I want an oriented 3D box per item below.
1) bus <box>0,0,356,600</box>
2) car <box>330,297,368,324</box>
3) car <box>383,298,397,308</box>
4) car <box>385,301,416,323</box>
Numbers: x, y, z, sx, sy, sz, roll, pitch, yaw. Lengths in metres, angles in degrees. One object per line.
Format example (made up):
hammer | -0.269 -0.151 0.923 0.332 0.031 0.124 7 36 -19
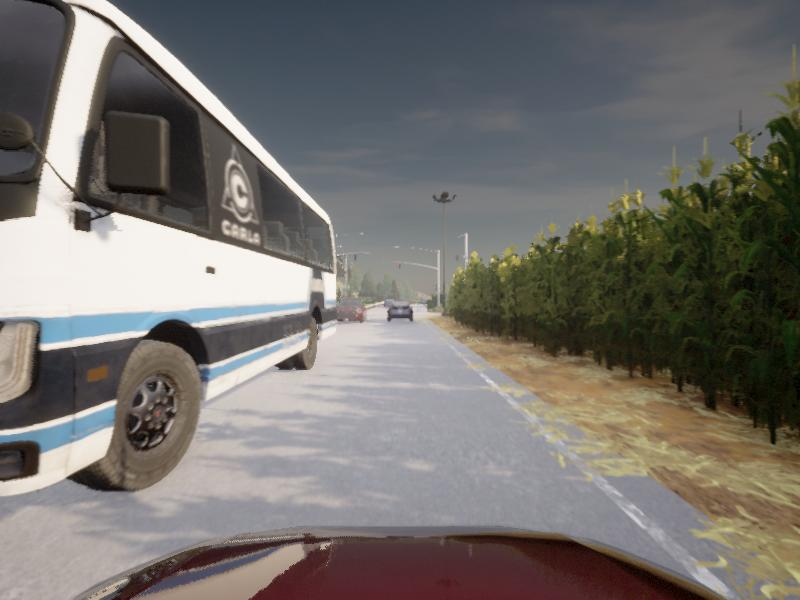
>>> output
bus | -3.415 -0.539 6.970 3.944 4.253 10.273 0 1 1
car | -3.470 0.696 28.297 2.097 1.767 4.553 0 0 0
car | -1.609 0.483 65.812 1.812 1.442 4.674 0 3 6
car | 0.034 0.854 30.650 2.163 1.488 4.792 0 0 0
